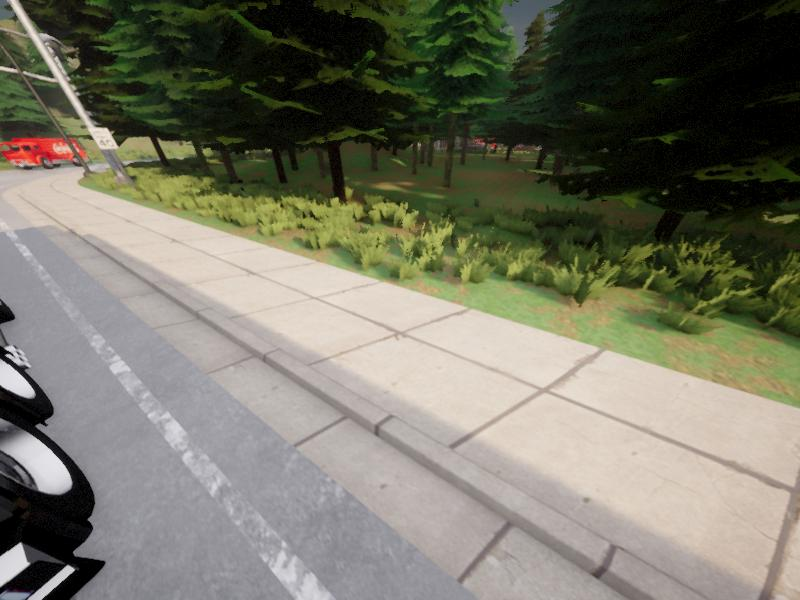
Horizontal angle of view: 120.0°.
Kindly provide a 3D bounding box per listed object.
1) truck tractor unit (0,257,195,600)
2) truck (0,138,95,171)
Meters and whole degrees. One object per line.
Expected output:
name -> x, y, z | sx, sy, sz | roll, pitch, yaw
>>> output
truck tractor unit -> -5.105, -0.304, 0.807 | 6.516, 4.208, 3.053 | 19, 39, 25
truck -> -34.524, -14.261, 22.492 | 2.627, 2.467, 5.204 | -5, 35, -6
